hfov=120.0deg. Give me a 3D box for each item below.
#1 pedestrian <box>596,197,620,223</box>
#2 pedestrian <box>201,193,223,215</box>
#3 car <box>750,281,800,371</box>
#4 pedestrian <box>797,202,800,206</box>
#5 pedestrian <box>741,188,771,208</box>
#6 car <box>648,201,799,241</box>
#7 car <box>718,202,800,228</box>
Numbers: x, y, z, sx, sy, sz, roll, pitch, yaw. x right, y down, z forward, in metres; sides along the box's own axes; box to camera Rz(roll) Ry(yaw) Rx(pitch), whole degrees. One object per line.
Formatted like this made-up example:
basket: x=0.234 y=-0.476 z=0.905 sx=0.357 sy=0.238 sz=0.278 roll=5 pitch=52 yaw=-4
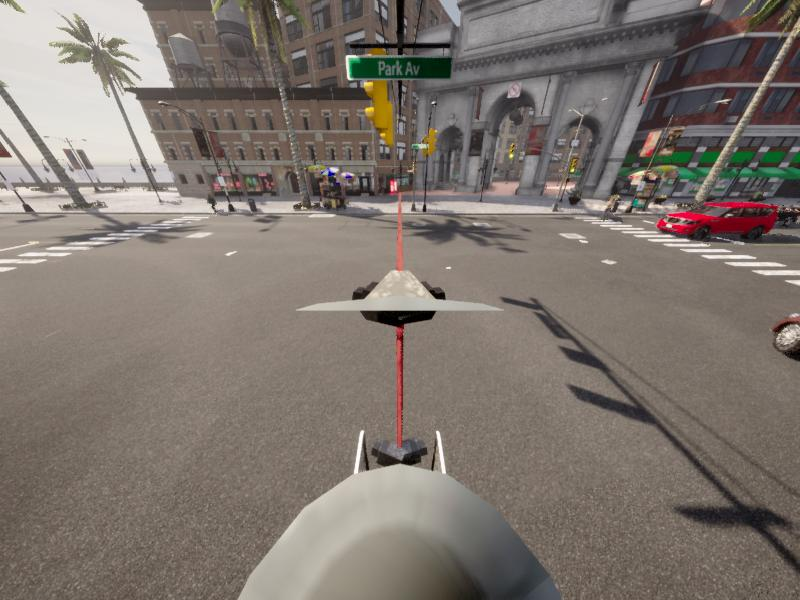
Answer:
pedestrian: x=17.018 y=-7.417 z=18.944 sx=0.751 sy=1.860 sz=0.751 roll=15 pitch=33 yaw=24
pedestrian: x=-17.622 y=-8.999 z=21.674 sx=0.751 sy=1.860 sz=0.751 roll=1 pitch=30 yaw=1
car: x=9.600 y=1.584 z=3.639 sx=2.152 sy=1.651 sz=5.027 roll=14 pitch=33 yaw=22
pedestrian: x=44.964 y=-11.174 z=25.146 sx=0.751 sy=1.860 sz=0.751 roll=3 pitch=30 yaw=5
pedestrian: x=38.008 y=-10.898 z=24.667 sx=0.751 sy=1.860 sz=0.751 roll=-2 pitch=30 yaw=-4
car: x=20.205 y=-5.084 z=14.768 sx=5.566 sy=2.045 sz=2.150 roll=0 pitch=30 yaw=0
car: x=28.046 y=-6.582 z=17.853 sx=3.705 sy=1.549 sz=1.789 roll=0 pitch=30 yaw=0
